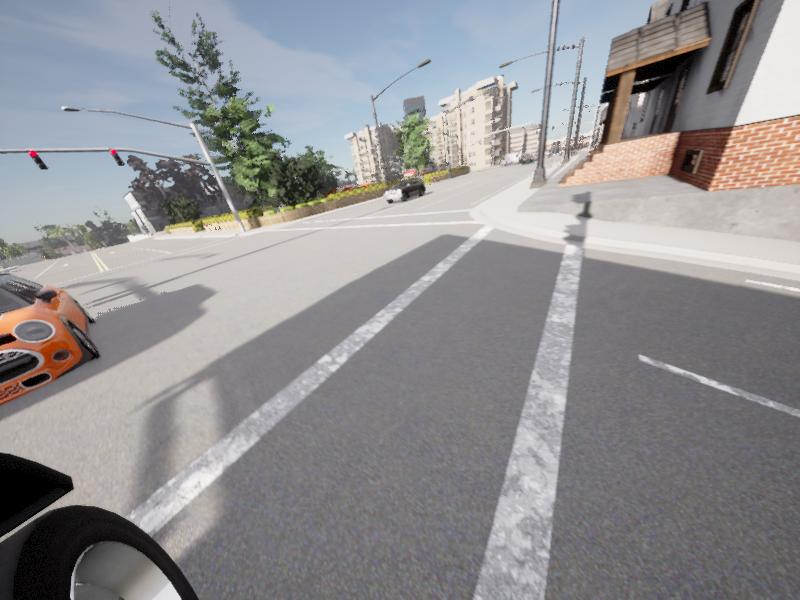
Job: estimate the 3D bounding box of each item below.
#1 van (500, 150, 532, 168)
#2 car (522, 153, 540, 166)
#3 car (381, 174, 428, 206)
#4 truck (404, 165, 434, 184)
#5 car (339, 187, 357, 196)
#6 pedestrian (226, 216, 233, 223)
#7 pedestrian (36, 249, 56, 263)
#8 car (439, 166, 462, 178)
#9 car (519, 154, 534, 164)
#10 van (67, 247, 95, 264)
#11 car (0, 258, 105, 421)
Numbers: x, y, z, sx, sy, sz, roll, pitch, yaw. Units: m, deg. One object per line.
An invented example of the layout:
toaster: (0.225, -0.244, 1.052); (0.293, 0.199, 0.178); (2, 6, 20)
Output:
van: (27.678, -33.861, 55.474); (6.366, 2.431, 2.351); (-10, 27, 3)
car: (25.682, -27.583, 45.311); (2.038, 1.542, 4.974); (11, 34, 36)
car: (0.574, -10.334, 21.618); (1.932, 1.855, 4.605); (11, 35, 36)
truck: (5.593, -37.710, 69.569); (8.468, 3.827, 2.891); (11, 35, 37)
car: (-18.715, -38.852, 82.828); (5.566, 2.045, 2.150); (-28, 32, -29)
pedestrian: (-31.416, -14.811, 42.619); (0.500, 1.100, 0.500); (-18, 28, -14)
pedestrian: (-54.757, -6.836, 35.750); (0.751, 1.860, 0.751); (14, 36, 39)
car: (13.942, -35.293, 63.793); (5.566, 2.045, 2.150); (11, 35, 37)
car: (27.702, -30.952, 50.800); (1.851, 1.617, 3.988); (-4, 29, 13)
van: (-74.012, -10.247, 53.767); (6.366, 2.431, 2.351); (-2, 27, 41)
car: (-7.460, 0.562, 4.049); (4.553, 1.767, 2.097); (11, 34, 36)
